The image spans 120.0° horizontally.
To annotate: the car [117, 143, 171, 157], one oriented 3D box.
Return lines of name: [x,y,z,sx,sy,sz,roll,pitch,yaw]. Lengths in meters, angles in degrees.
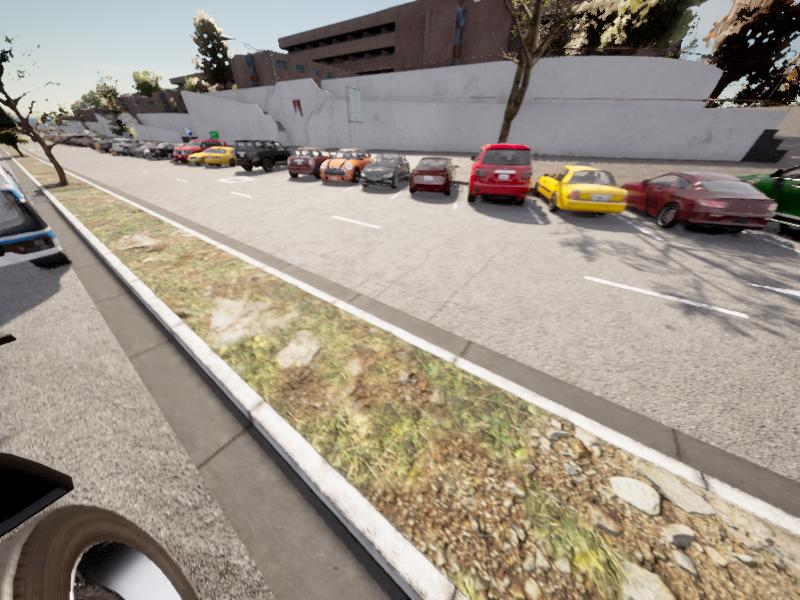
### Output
car: [-37.641,-22.206,34.119,2.163,1.488,4.792,9,35,12]

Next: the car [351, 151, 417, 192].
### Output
car: [-0.639,-7.436,13.120,2.231,1.521,4.892,9,35,12]

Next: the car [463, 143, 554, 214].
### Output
car: [4.295,-5.663,10.216,2.435,2.045,5.566,9,35,12]

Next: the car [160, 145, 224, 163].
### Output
car: [-22.843,-16.277,25.670,2.163,1.488,4.792,9,35,12]

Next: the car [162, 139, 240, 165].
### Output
car: [-20.372,-15.528,24.111,2.435,2.045,5.566,9,35,12]

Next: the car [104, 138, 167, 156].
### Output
car: [-40.103,-23.429,35.350,2.435,2.045,5.566,9,35,12]

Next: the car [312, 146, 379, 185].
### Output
car: [-3.098,-8.549,14.459,2.185,1.767,4.553,9,35,12]

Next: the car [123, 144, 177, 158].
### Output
car: [-35.169,-21.187,32.706,2.002,1.452,4.674,9,35,12]

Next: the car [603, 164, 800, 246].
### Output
car: [9.212,-3.403,7.569,2.002,1.452,4.674,9,35,12]

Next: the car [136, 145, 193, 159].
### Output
car: [-30.238,-19.222,29.908,2.002,1.452,4.674,9,35,12]

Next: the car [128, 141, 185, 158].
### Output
car: [-32.695,-20.357,31.237,2.185,1.767,4.553,9,35,12]

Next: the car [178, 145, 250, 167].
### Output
car: [-17.951,-14.257,22.724,1.946,1.575,5.366,9,35,12]

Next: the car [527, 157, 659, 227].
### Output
car: [6.798,-4.544,9.091,1.946,1.575,5.366,9,35,12]

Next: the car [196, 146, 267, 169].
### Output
car: [-15.398,-13.478,21.625,1.946,1.575,5.366,9,35,12]

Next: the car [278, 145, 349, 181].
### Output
car: [-5.587,-9.509,15.801,2.185,1.767,4.553,9,35,12]

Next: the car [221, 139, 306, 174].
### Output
car: [-10.507,-11.626,18.566,2.435,2.045,5.566,9,35,12]

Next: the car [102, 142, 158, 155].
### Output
car: [-42.625,-24.107,36.711,1.946,1.575,5.366,9,36,11]

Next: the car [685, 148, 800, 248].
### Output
car: [11.689,-2.655,6.030,2.435,2.045,5.566,9,35,12]

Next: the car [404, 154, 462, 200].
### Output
car: [1.823,-6.431,11.766,2.163,1.488,4.792,9,35,12]

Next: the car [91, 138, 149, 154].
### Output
car: [-47.513,-26.401,39.464,2.435,2.045,5.566,10,36,11]

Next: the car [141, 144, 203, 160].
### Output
car: [-27.777,-18.271,28.478,2.097,1.535,5.008,9,35,12]

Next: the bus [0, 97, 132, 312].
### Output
bus: [-10.682,-3.024,4.406,10.273,4.253,3.944,22,40,27]
